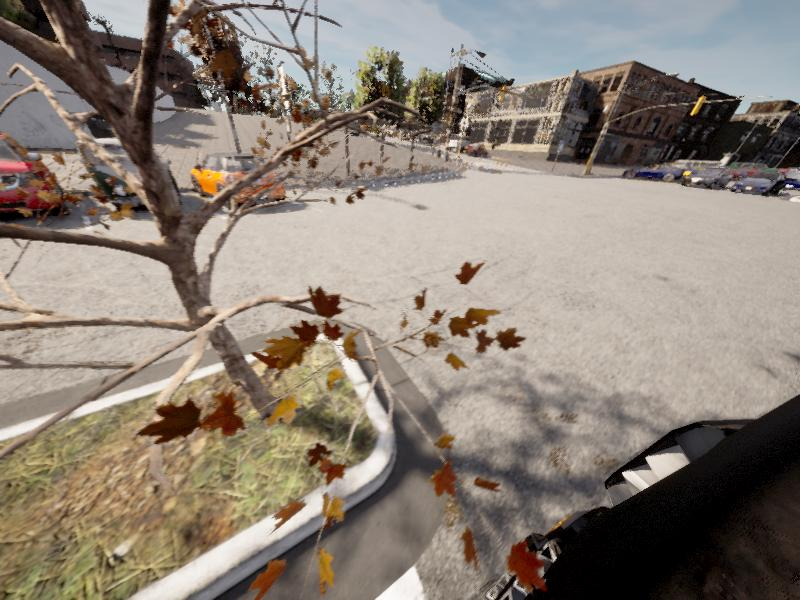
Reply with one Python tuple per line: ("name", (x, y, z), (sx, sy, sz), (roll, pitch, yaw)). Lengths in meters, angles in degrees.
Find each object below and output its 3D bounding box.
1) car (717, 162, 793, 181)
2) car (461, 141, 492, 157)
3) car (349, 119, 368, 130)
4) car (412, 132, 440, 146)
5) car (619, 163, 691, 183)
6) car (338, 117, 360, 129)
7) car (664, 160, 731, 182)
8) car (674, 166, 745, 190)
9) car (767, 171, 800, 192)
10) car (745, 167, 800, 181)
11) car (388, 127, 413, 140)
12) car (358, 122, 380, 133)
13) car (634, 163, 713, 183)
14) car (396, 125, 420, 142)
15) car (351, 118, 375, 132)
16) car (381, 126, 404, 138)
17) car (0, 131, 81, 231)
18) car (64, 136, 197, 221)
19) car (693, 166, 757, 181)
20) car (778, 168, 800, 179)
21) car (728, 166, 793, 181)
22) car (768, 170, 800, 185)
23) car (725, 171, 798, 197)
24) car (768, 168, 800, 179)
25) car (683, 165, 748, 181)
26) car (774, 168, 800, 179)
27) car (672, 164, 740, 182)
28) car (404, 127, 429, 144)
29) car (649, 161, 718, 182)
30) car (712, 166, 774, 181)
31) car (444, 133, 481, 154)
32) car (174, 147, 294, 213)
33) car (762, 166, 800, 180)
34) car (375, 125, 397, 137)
("car", (51.775, -18.991, 34.001), (2.435, 2.045, 5.566), (-25, 42, -36))
("car", (10.540, -20.553, 31.579), (2.002, 1.452, 4.674), (31, 42, 27))
("car", (-10.640, -44.794, 59.071), (2.185, 1.767, 4.553), (30, 41, 27))
("car", (4.528, -27.477, 39.453), (2.231, 1.521, 4.892), (31, 42, 27))
("car", (26.879, -13.586, 24.582), (4.792, 1.488, 2.163), (29, 42, 35))
("car", (-13.708, -48.155, 62.946), (2.435, 2.045, 5.566), (27, 38, 30))
("car", (35.217, -15.500, 27.591), (1.878, 1.987, 4.442), (-27, 43, -37))
("car", (26.502, -10.469, 19.822), (4.902, 1.511, 2.128), (-13, 37, -22))
("car", (37.647, -11.145, 21.668), (4.792, 1.488, 2.163), (-12, 36, -21))
("car", (60.146, -20.376, 37.148), (2.097, 1.535, 5.008), (-25, 41, -35))
("car", (0.144, -32.733, 45.510), (1.946, 1.575, 5.366), (31, 42, 27))
("car", (-7.428, -41.337, 55.355), (1.946, 1.575, 5.366), (31, 42, 27))
("car", (29.779, -14.065, 25.438), (5.366, 1.575, 1.946), (29, 41, 35))
("car", (1.485, -31.062, 43.197), (1.878, 1.987, 4.442), (32, 42, 27))
("car", (-9.063, -43.165, 57.026), (2.435, 2.045, 5.566), (31, 42, 26))
("car", (-1.478, -34.351, 47.392), (2.002, 1.452, 4.674), (31, 42, 27))
("car", (-11.891, -3.620, 6.611), (5.566, 2.045, 2.435), (26, 39, 31))
("car", (-9.226, -4.312, 7.898), (4.442, 1.987, 1.878), (26, 39, 31))
("car", (43.401, -17.083, 31.050), (2.002, 1.452, 4.674), (-26, 42, -37))
("car", (74.141, -22.930, 42.004), (1.946, 1.575, 5.366), (-23, 41, -34))
("car", (54.537, -19.333, 35.171), (2.097, 1.535, 5.008), (-25, 42, -36))
("car", (49.780, -15.489, 29.157), (5.357, 1.411, 2.033), (-11, 36, -20))
("car", (26.921, -8.699, 17.224), (4.193, 1.474, 1.816), (-13, 37, -22))
("car", (68.613, -21.878, 40.023), (2.231, 1.521, 4.892), (-24, 41, -34))
("car", (40.634, -16.502, 29.975), (2.002, 1.452, 4.674), (-27, 43, -37))
("car", (71.434, -22.376, 40.975), (2.097, 1.535, 5.008), (-23, 41, -34))
("car", (37.874, -15.954, 28.881), (2.231, 1.521, 4.892), (-26, 43, -37))
("car", (2.991, -29.334, 41.218), (1.878, 1.987, 4.442), (32, 42, 27))
("car", (32.366, -14.870, 26.621), (4.553, 1.767, 2.185), (30, 41, 35))
("car", (48.952, -18.205, 33.141), (2.002, 1.452, 4.674), (-26, 42, -36))
("car", (9.084, -22.518, 33.397), (2.435, 2.045, 5.566), (31, 42, 27))
("car", (-6.688, -4.995, 9.301), (4.553, 1.767, 2.185), (26, 40, 32))
("car", (65.797, -21.484, 38.998), (2.185, 1.767, 4.553), (-24, 41, -34))
("car", (-2.999, -36.075, 49.363), (2.002, 1.452, 4.674), (31, 42, 27))
